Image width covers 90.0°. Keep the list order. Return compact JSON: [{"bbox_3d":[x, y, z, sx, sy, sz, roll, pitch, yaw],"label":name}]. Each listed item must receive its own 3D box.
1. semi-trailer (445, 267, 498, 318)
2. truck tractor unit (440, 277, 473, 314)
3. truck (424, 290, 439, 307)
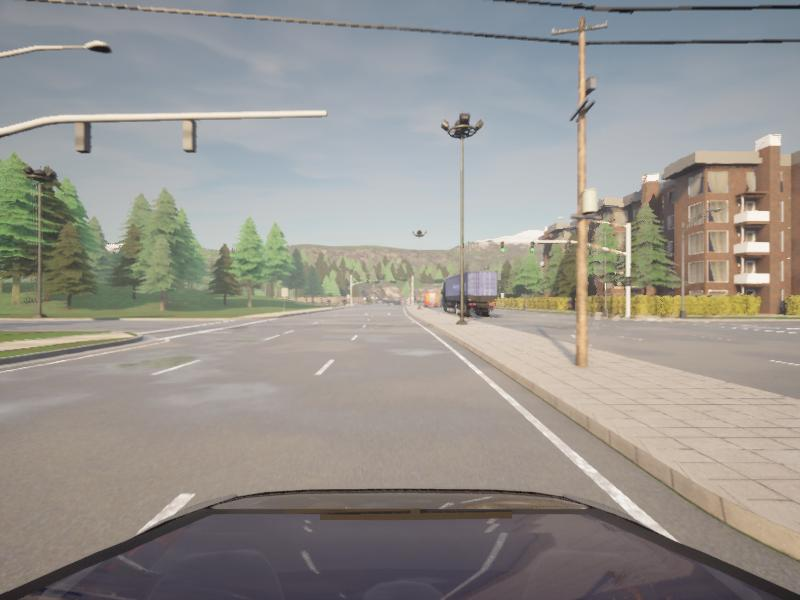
[{"bbox_3d":[7.021,-0.621,41.734,2.717,4.402,14.254,0,0,-1],"label":"semi-trailer"},{"bbox_3d":[6.892,-0.526,49.650,3.053,4.208,6.516,0,0,0],"label":"truck tractor unit"},{"bbox_3d":[7.006,-0.321,90.154,2.891,3.827,8.468,0,0,0],"label":"truck"}]
